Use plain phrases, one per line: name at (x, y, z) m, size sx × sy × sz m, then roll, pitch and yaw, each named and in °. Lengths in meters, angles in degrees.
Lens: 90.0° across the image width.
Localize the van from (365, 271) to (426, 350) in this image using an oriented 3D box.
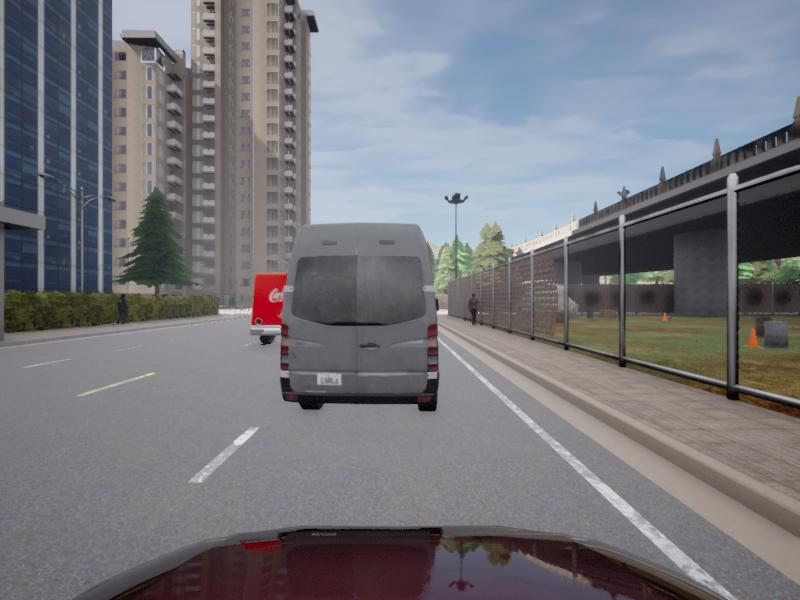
van at (-0.179, 0.323, 15.946) m, size 1.988 × 2.561 × 5.915 m, roll 0°, pitch 0°, yaw -1°

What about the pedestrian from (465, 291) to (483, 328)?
pedestrian at (3.822, 0.485, 20.784) m, size 0.751 × 1.860 × 0.751 m, roll 0°, pitch 0°, yaw -4°

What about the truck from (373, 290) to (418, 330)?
truck at (-0.279, 0.542, 24.364) m, size 2.390 × 2.098 × 6.274 m, roll 0°, pitch 0°, yaw -1°

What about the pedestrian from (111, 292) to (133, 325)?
pedestrian at (-15.776, 0.485, 22.726) m, size 0.751 × 1.860 × 0.751 m, roll 0°, pitch 0°, yaw -2°

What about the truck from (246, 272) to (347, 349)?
truck at (-3.677, 0.350, 15.475) m, size 2.627 × 2.467 × 5.204 m, roll 0°, pitch 0°, yaw -1°

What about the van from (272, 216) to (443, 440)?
van at (-0.353, 0.322, 7.571) m, size 1.988 × 2.561 × 5.915 m, roll 0°, pitch 0°, yaw 3°

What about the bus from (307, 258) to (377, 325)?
bus at (-3.969, -0.535, 30.341) m, size 3.944 × 4.253 × 10.273 m, roll 0°, pitch 0°, yaw -1°
